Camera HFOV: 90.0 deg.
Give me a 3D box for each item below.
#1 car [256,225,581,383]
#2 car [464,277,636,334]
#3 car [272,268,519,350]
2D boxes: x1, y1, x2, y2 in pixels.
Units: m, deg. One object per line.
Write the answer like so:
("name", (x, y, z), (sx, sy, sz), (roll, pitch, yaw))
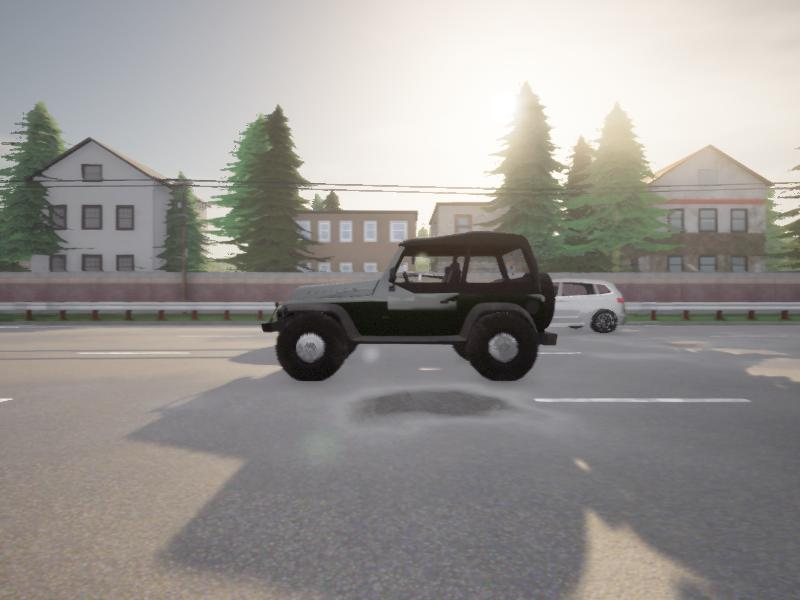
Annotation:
("car", (0.221, 0.046, 5.701), (3.866, 1.878, 1.905), (0, 0, 0))
("car", (4.530, 0.158, 12.700), (4.611, 1.667, 2.242), (0, 0, 0))
("car", (-0.088, 0.180, 9.199), (5.027, 1.651, 2.152), (0, 0, 0))
